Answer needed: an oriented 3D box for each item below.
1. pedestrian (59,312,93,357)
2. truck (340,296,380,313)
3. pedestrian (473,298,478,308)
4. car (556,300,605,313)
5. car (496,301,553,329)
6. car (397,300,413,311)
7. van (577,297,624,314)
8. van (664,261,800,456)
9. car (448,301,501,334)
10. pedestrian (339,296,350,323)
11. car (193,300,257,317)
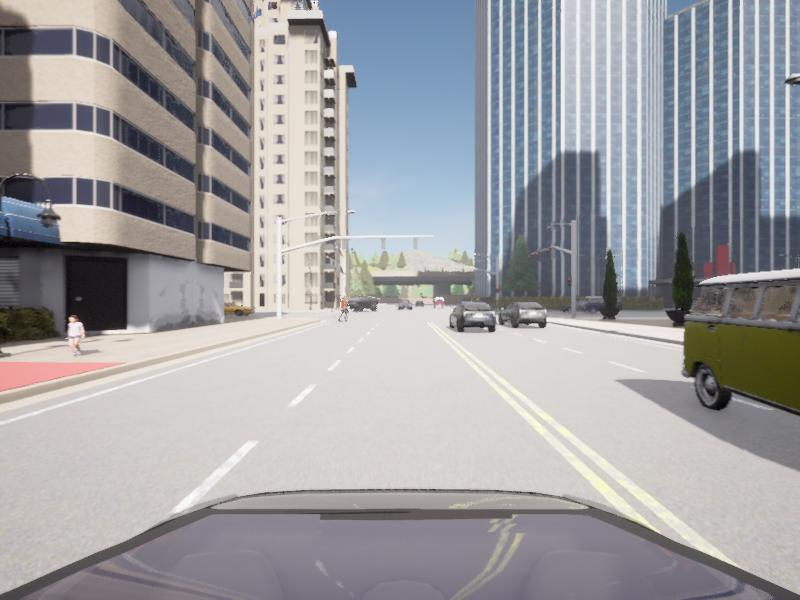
[{"bbox_3d":[-8.284,0.867,10.251,0.500,1.100,0.500,0,0,-10],"label":"pedestrian"},{"bbox_3d":[-5.199,0.552,52.912,2.390,2.098,6.274,1,0,25],"label":"truck"},{"bbox_3d":[13.349,0.498,70.752,0.751,1.860,0.751,0,0,1],"label":"pedestrian"},{"bbox_3d":[22.235,0.779,49.390,5.238,1.638,1.930,0,0,0],"label":"car"},{"bbox_3d":[7.287,0.833,23.947,2.007,1.525,4.514,0,0,1],"label":"car"},{"bbox_3d":[0.779,0.767,60.810,2.242,1.667,4.611,0,0,-2],"label":"car"},{"bbox_3d":[22.974,0.606,45.890,4.442,1.987,1.775,0,0,0],"label":"van"},{"bbox_3d":[5.060,0.599,4.579,1.775,1.987,4.442,0,0,10],"label":"van"},{"bbox_3d":[3.758,0.832,21.004,2.007,1.525,4.514,0,0,1],"label":"car"},{"bbox_3d":[-3.912,0.643,28.106,0.751,1.860,0.751,0,0,-6],"label":"pedestrian"},{"bbox_3d":[-16.934,0.809,38.867,5.366,1.575,1.801,0,0,0],"label":"car"}]
